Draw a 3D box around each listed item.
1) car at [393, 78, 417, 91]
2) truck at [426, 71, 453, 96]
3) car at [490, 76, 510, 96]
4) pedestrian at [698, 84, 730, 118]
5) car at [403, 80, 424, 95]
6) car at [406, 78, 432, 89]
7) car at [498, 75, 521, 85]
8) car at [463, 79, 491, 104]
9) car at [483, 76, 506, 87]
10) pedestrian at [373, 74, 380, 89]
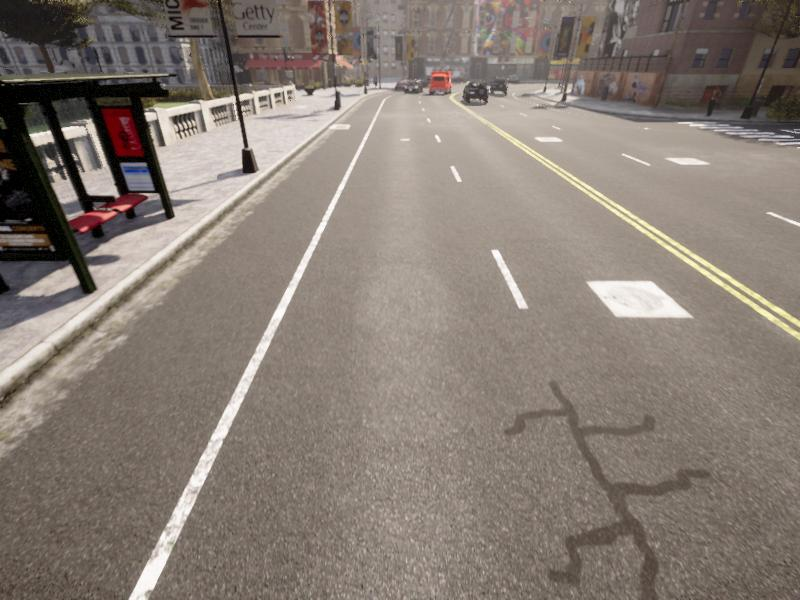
[{"bbox_3d":[0.784,-30.431,56.522,2.002,1.452,4.674,10,32,17],"label":"car"},{"bbox_3d":[4.803,-26.109,48.135,2.627,2.467,5.204,5,31,8],"label":"truck"},{"bbox_3d":[12.171,-26.058,48.639,1.932,1.855,4.605,8,31,13],"label":"car"},{"bbox_3d":[19.973,-12.688,25.473,0.751,1.860,0.751,-12,33,-20],"label":"pedestrian"},{"bbox_3d":[1.694,-26.690,50.197,1.970,1.475,3.806,7,31,11],"label":"car"},{"bbox_3d":[2.961,-33.044,61.134,1.895,1.301,4.718,16,34,25],"label":"car"},{"bbox_3d":[20.663,-41.374,75.279,3.806,1.475,1.970,-19,36,-30],"label":"car"},{"bbox_3d":[7.228,-19.949,38.203,1.932,1.855,4.605,1,30,2],"label":"car"},{"bbox_3d":[16.508,-38.018,69.485,2.007,1.525,4.514,20,36,31],"label":"car"},{"bbox_3d":[-3.397,-31.190,57.068,0.751,1.860,0.751,8,31,14],"label":"pedestrian"}]
